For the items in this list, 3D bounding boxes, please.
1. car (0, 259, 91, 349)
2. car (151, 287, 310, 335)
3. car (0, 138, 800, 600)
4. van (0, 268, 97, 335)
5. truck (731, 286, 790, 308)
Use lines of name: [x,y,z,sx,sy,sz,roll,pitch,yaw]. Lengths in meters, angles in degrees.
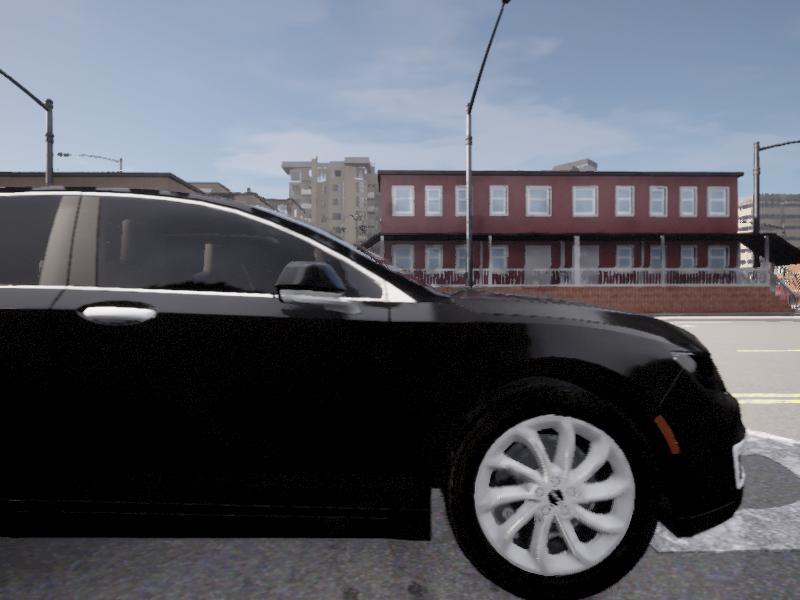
car: [-10.161,0.088,9.199,4.605,1.855,1.932,0,0,0]
car: [-5.196,0.327,12.691,4.181,1.385,1.994,0,0,1]
car: [-0.980,0.253,2.198,4.892,1.490,1.837,-1,0,0]
van: [-12.527,0.038,12.692,4.442,1.987,1.775,0,0,0]
truck: [42.611,-0.368,47.470,2.627,2.467,5.204,0,1,6]
